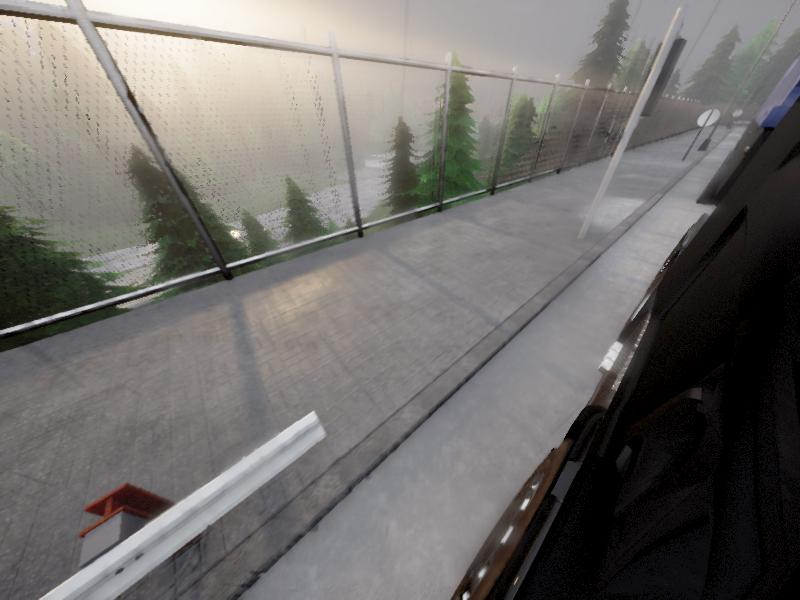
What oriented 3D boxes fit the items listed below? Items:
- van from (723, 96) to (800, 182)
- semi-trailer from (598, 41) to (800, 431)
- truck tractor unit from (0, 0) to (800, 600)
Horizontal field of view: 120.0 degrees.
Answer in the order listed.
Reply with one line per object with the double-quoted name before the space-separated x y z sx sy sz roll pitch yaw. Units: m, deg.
"van" 16.680 -7.093 9.975 5.915 2.561 1.988 -28 44 -30
"semi-trailer" 8.696 -3.602 4.236 14.254 4.402 2.717 -28 44 -30
"truck tractor unit" 2.645 -0.295 0.352 6.516 4.208 3.053 -28 44 -30
